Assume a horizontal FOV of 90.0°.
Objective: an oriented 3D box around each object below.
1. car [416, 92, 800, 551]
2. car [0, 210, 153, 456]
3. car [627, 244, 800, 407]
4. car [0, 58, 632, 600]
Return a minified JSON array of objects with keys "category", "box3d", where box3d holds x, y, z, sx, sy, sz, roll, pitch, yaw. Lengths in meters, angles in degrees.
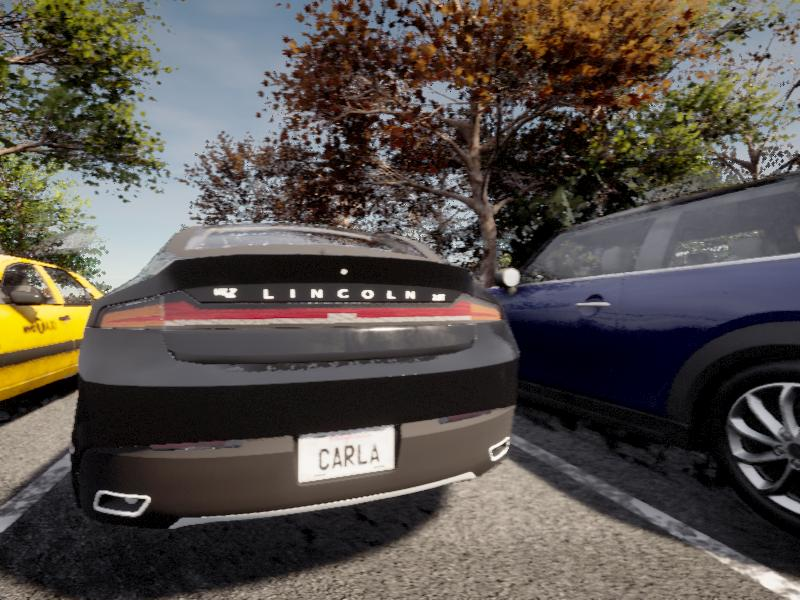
[{"category":"car","box3d":[2.010,0.105,3.467,2.185,1.767,4.553,0,-1,-20]},{"category":"car","box3d":[-3.871,0.221,3.353,1.946,1.575,5.366,1,-1,-19]},{"category":"car","box3d":[4.966,0.233,3.490,2.097,1.535,5.008,0,-1,-20]},{"category":"car","box3d":[-0.968,0.229,3.499,2.231,1.521,4.892,0,-1,-20]}]
